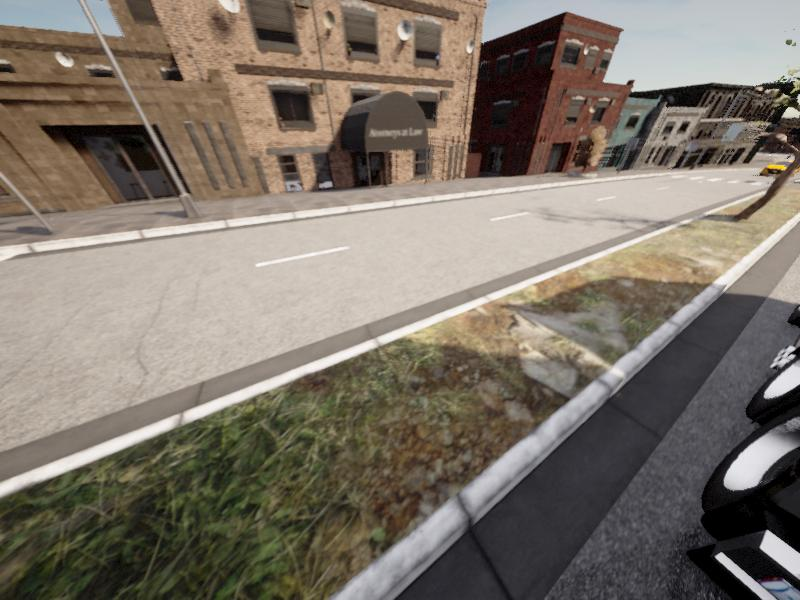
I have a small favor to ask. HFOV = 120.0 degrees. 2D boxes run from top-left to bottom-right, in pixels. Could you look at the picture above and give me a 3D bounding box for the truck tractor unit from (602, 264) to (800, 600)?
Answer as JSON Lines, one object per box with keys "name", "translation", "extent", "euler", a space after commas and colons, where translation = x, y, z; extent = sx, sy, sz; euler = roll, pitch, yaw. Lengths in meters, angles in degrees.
{"name": "truck tractor unit", "translation": [5.119, -0.290, 0.795], "extent": [6.516, 4.208, 3.053], "euler": [-18, 39, -24]}
